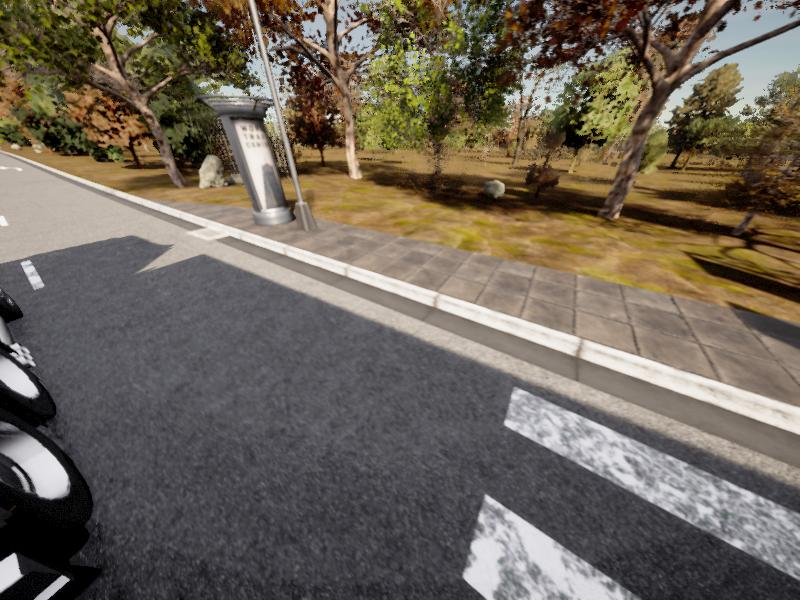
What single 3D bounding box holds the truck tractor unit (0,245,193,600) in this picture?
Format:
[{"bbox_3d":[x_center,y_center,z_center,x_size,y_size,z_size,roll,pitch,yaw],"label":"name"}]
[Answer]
[{"bbox_3d":[-5.077,-0.333,0.825,6.516,4.208,3.053,20,39,26],"label":"truck tractor unit"}]
